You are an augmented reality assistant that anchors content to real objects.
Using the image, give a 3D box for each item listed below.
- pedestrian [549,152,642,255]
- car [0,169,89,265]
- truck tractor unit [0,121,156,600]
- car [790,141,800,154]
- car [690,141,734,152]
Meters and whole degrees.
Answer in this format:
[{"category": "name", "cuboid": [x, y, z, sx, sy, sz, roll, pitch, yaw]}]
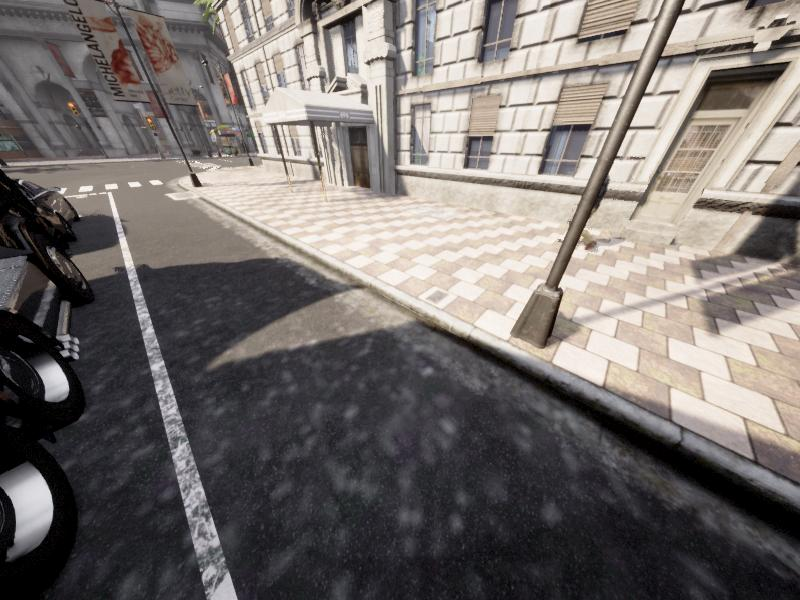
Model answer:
[{"category": "pedestrian", "cuboid": [4.093, -2.054, 4.975, 0.751, 1.860, 0.751, -26, 42, -32]}, {"category": "car", "cuboid": [-10.634, -2.441, 6.256, 4.902, 1.511, 2.128, 28, 44, 34]}, {"category": "truck tractor unit", "cuboid": [-4.848, -0.504, 1.069, 6.516, 4.208, 3.053, 28, 44, 34]}, {"category": "car", "cuboid": [64.460, -23.229, 35.190, 1.932, 1.855, 4.605, -1, 35, -1]}, {"category": "car", "cuboid": [59.381, -29.404, 44.165, 4.553, 1.767, 2.097, 28, 44, 34]}]
